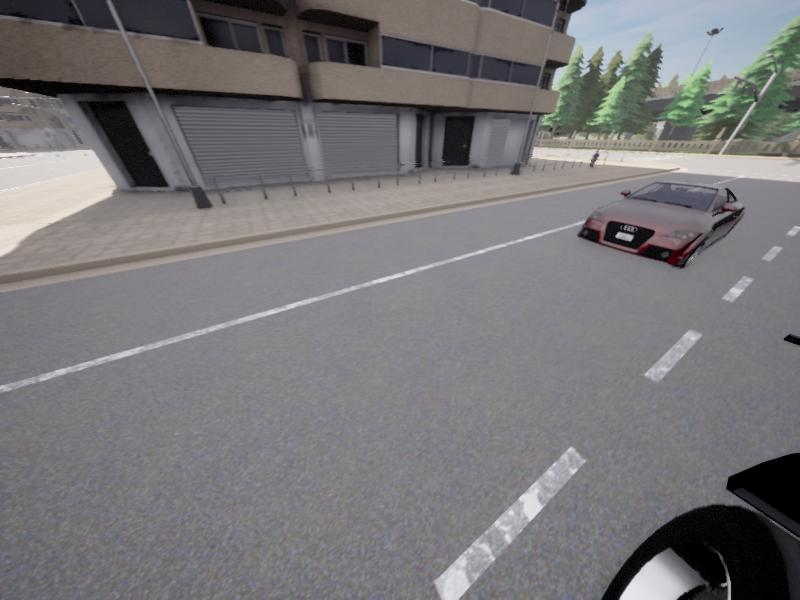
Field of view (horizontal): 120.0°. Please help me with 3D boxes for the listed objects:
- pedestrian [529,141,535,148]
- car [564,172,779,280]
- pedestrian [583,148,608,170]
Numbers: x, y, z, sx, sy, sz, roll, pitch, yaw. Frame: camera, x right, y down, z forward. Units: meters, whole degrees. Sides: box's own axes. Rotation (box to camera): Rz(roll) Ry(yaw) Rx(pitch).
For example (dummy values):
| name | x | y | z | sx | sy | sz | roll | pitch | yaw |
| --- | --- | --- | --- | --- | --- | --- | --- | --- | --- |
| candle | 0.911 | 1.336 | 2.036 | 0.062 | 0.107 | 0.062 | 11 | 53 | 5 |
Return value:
| name | x | y | z | sx | sy | sz | roll | pitch | yaw |
| --- | --- | --- | --- | --- | --- | --- | --- | --- | --- |
| pedestrian | 26.380 | -31.007 | 46.044 | 0.500 | 1.100 | 0.500 | -17 | 39 | -22 |
| car | 6.446 | -2.063 | 5.579 | 4.181 | 1.385 | 1.994 | -19 | 39 | -24 |
| pedestrian | 14.506 | -10.481 | 17.150 | 0.751 | 1.300 | 0.751 | -18 | 39 | -24 |
